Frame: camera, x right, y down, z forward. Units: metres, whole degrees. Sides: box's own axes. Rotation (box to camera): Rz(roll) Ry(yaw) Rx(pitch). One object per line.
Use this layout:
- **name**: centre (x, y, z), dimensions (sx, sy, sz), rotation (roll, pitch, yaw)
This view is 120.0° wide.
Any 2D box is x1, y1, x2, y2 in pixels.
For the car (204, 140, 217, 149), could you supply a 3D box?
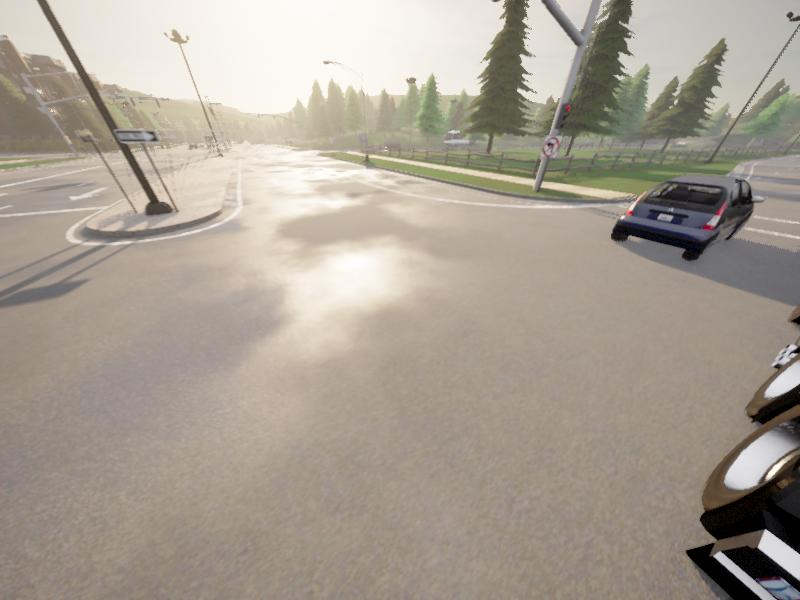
- **car**: centre (-48.977, -40.231, 59.742), dimensions (1.905, 1.878, 3.866), rotation (-18, 39, -25)

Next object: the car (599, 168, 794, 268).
- **car**: centre (7.710, -2.387, 6.094), dimensions (3.988, 1.617, 1.851), rotation (-18, 39, -24)

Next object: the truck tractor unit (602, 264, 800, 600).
- **truck tractor unit**: centre (5.112, -0.300, 0.782), dimensions (6.516, 4.208, 3.053), rotation (-18, 39, -24)

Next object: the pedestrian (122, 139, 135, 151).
- **pedestrian**: centre (-53.036, -30.314, 45.142), dimensions (0.751, 1.860, 0.751), rotation (24, 41, 30)

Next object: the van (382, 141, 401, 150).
- **van**: centre (-2.171, -39.706, 59.301), dimensions (4.442, 1.987, 1.775), rotation (-18, 39, -24)

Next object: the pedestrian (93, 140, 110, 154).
- **pedestrian**: centre (-50.524, -25.900, 39.102), dimensions (0.751, 1.860, 0.751), rotation (-15, 38, -20)

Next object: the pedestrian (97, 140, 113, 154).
- **pedestrian**: centre (-49.739, -25.778, 38.933), dimensions (0.751, 1.860, 0.751), rotation (-14, 37, -19)

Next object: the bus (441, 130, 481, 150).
- **bus**: centre (17.037, -44.465, 64.320), dimensions (10.273, 4.253, 3.944), rotation (-18, 39, -24)

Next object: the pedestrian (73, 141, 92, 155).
- **pedestrian**: centre (-48.236, -23.085, 35.077), dimensions (0.751, 1.860, 0.751), rotation (-18, 39, -24)

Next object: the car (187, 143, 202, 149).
- **car**: centre (-52.293, -39.291, 58.856), dimensions (1.895, 1.301, 4.718), rotation (-18, 39, -25)
